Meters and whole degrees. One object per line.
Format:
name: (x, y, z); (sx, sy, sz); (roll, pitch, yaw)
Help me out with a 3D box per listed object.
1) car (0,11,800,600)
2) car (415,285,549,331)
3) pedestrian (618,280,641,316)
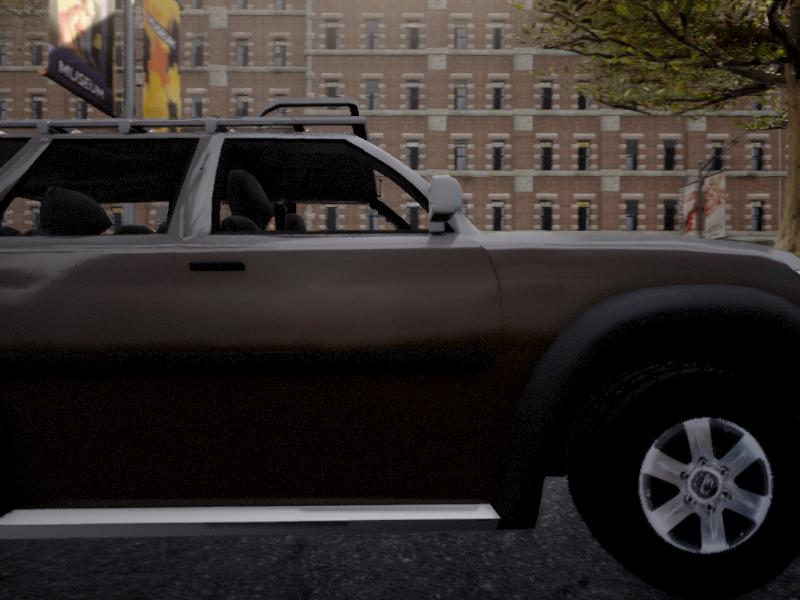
car: (-0.541, 0.055, 2.195); (4.605, 1.855, 1.932); (-1, 0, 0)
car: (2.655, 0.254, 13.697); (4.193, 1.474, 1.816); (0, 0, 0)
pedestrian: (11.984, -0.114, 20.928); (0.751, 1.860, 0.751); (0, 0, -2)
